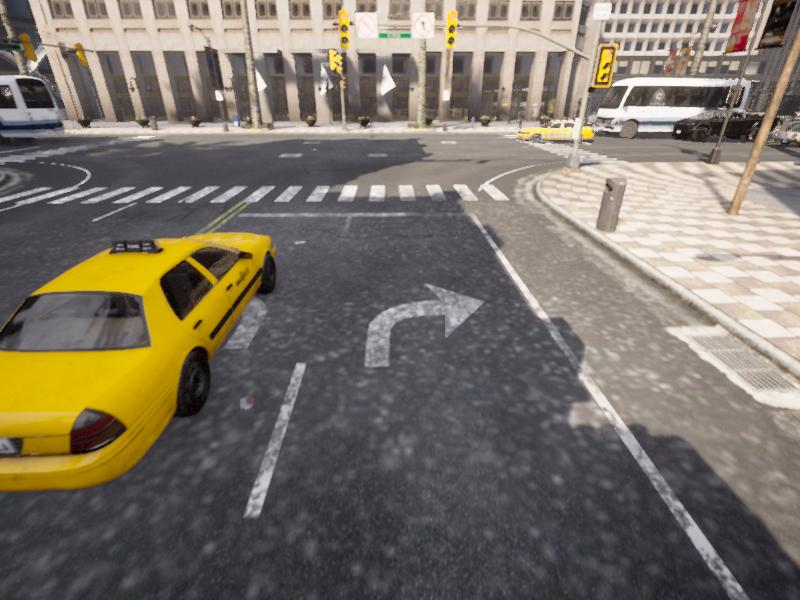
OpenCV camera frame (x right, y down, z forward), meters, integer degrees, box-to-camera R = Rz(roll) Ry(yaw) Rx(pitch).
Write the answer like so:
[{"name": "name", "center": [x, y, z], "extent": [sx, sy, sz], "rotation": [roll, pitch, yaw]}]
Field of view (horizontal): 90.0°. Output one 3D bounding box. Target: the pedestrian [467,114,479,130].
[{"name": "pedestrian", "center": [7.003, -17.113, 38.441], "extent": [0.751, 1.300, 0.751], "rotation": [-7, 28, -13]}]

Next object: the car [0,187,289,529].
[{"name": "car", "center": [-3.052, -0.115, 5.193], "extent": [1.801, 1.575, 5.366], "rotation": [-1, 27, -1]}]

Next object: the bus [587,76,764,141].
[{"name": "bus", "center": [21.262, -15.144, 31.700], "extent": [10.273, 4.253, 3.944], "rotation": [0, 27, -1]}]

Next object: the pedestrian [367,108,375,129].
[{"name": "pedestrian", "center": [-2.837, -17.943, 39.476], "extent": [0.751, 1.860, 0.751], "rotation": [-1, 27, -2]}]

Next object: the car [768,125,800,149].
[{"name": "car", "center": [27.726, -10.812, 26.428], "extent": [4.718, 1.301, 1.895], "rotation": [-1, 27, -1]}]

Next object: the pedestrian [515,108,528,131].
[{"name": "pedestrian", "center": [11.286, -16.770, 37.143], "extent": [0.751, 1.860, 0.751], "rotation": [19, 32, 32]}]

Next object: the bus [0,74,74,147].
[{"name": "bus", "center": [-29.943, -13.001, 27.587], "extent": [10.273, 4.253, 3.944], "rotation": [-2, 27, -3]}]

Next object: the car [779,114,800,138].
[{"name": "car", "center": [34.618, -14.234, 32.718], "extent": [4.611, 1.667, 2.242], "rotation": [0, 27, -1]}]

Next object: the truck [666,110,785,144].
[{"name": "truck", "center": [23.601, -12.718, 29.292], "extent": [6.274, 2.098, 2.390], "rotation": [-1, 27, -1]}]

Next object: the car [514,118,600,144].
[{"name": "car", "center": [11.314, -12.364, 29.194], "extent": [5.366, 1.575, 1.801], "rotation": [-1, 27, -1]}]
